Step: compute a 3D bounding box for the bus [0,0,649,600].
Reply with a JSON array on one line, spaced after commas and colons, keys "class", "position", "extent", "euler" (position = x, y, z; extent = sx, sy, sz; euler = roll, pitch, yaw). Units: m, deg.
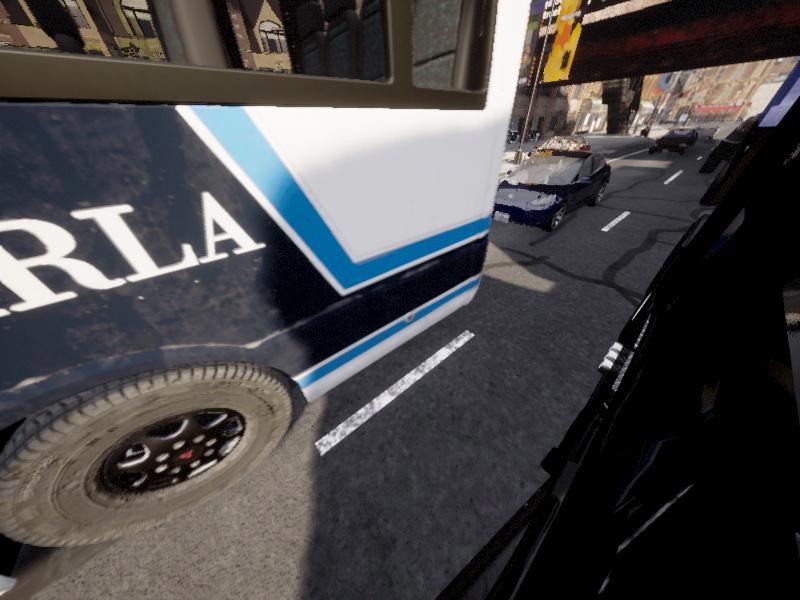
[{"class": "bus", "position": [-3.859, 0.002, 0.302], "extent": [10.273, 4.253, 3.944], "euler": [-27, 43, -30]}]

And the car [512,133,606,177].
[{"class": "car", "position": [8.581, -7.923, 12.438], "extent": [4.892, 1.521, 2.231], "euler": [-28, 44, -30]}]

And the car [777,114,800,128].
[{"class": "car", "position": [63.017, -28.622, 36.945], "extent": [4.611, 1.667, 2.242], "euler": [-28, 44, -30]}]

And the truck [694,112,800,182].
[{"class": "truck", "position": [16.174, -6.994, 10.426], "extent": [6.274, 2.098, 2.390], "euler": [-26, 43, -31]}]

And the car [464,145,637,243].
[{"class": "car", "position": [4.311, -3.325, 6.582], "extent": [4.792, 1.488, 2.163], "euler": [-28, 44, -30]}]

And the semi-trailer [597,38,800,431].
[{"class": "semi-trailer", "position": [8.729, -3.578, 4.206], "extent": [14.254, 4.402, 2.717], "euler": [-28, 44, -30]}]

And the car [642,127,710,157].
[{"class": "car", "position": [19.637, -11.271, 16.388], "extent": [5.357, 1.411, 2.033], "euler": [-27, 43, -29]}]

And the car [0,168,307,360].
[{"class": "car", "position": [-4.586, -0.933, 3.855], "extent": [5.008, 1.535, 2.097], "euler": [-28, 44, -30]}]

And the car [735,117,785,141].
[{"class": "car", "position": [35.045, -16.696, 22.540], "extent": [5.238, 1.638, 1.930], "euler": [-28, 44, -30]}]

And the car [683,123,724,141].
[{"class": "car", "position": [32.004, -17.680, 24.321], "extent": [4.718, 1.301, 1.895], "euler": [-28, 44, -30]}]

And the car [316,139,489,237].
[{"class": "car", "position": [0.264, -3.689, 7.049], "extent": [4.553, 1.767, 2.185], "euler": [-28, 44, -30]}]

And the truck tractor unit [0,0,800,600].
[{"class": "truck tractor unit", "position": [2.645, -0.295, 0.351], "extent": [6.516, 4.208, 3.053], "euler": [-28, 44, -30]}]
